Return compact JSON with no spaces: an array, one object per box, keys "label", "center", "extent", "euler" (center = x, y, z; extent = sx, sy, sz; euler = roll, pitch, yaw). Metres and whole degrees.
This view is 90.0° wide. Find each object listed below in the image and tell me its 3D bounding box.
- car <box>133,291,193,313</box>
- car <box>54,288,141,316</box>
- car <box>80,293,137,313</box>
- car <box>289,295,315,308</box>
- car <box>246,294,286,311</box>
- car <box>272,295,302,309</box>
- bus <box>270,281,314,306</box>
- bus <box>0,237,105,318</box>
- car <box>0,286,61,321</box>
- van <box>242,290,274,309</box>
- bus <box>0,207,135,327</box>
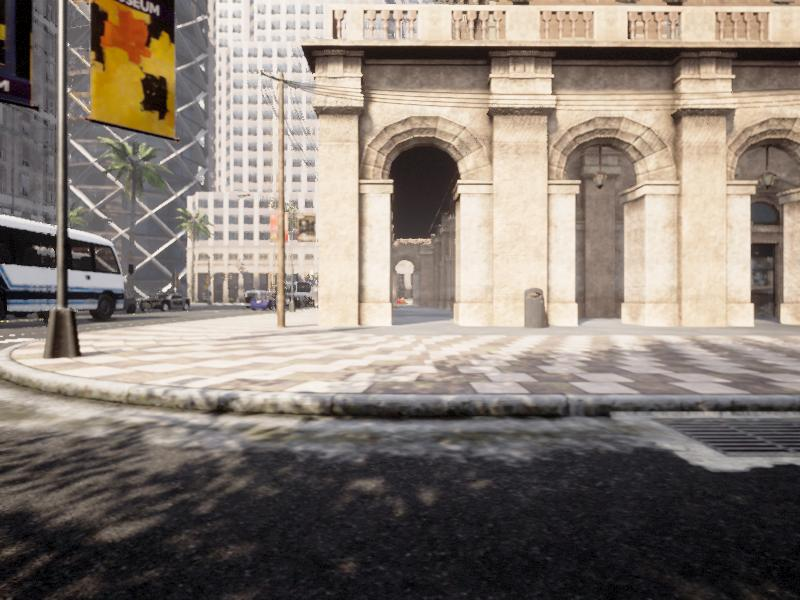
[{"label":"car","center":[-19.537,0.142,33.291],"extent":[1.930,1.638,5.238],"euler":[0,0,0]},{"label":"car","center":[-19.538,0.127,26.184],"extent":[2.242,1.667,4.611],"euler":[0,0,0]},{"label":"car","center":[-23.040,0.193,31.783],"extent":[1.845,1.501,3.633],"euler":[0,0,0]},{"label":"car","center":[-12.514,0.162,51.442],"extent":[2.152,1.651,5.027],"euler":[0,0,1]},{"label":"car","center":[-12.522,0.233,37.789],"extent":[2.163,1.488,4.792],"euler":[0,0,0]},{"label":"car","center":[-12.505,0.210,44.487],"extent":[2.007,1.525,4.514],"euler":[0,0,0]},{"label":"bus","center":[-20.095,-1.168,73.825],"extent":[3.944,4.253,10.273],"euler":[0,0,-39]},{"label":"bus","center":[-22.894,-1.168,23.211],"extent":[3.944,4.253,10.273],"euler":[0,0,0]},{"label":"car","center":[-19.500,0.159,19.933],"extent":[1.851,1.617,3.988],"euler":[0,0,0]},{"label":"van","center":[-16.002,-0.052,45.264],"extent":[2.069,2.038,4.480],"euler":[0,0,0]},{"label":"bus","center":[-16.091,-1.158,16.244],"extent":[3.944,4.253,10.273],"euler":[0,0,0]}]
